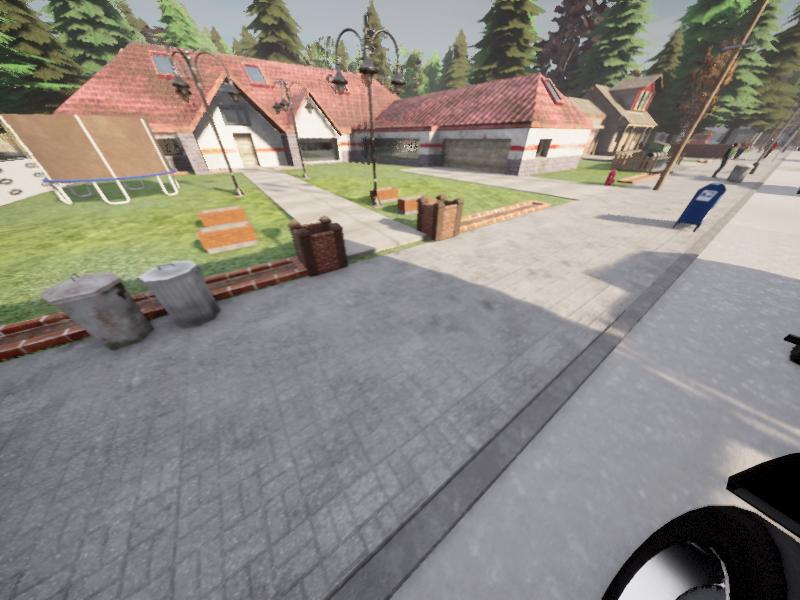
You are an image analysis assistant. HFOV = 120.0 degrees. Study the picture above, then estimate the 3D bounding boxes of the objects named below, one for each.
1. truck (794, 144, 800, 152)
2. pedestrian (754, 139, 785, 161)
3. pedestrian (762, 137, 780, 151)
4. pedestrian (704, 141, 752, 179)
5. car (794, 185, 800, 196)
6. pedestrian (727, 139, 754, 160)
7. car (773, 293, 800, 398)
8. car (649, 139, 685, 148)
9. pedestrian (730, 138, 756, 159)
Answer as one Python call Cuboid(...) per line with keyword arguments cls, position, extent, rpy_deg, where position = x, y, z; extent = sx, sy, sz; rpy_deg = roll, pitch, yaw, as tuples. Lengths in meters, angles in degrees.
Cuboid(cls="truck", position=(69.600, -25.811, 38.217), extent=(6.274, 2.098, 2.390), rpy_deg=(-12, 36, -17))
Cuboid(cls="pedestrian", position=(36.662, -14.908, 22.957), extent=(0.751, 1.860, 0.751), rpy_deg=(-20, 40, -25))
Cuboid(cls="pedestrian", position=(62.769, -26.393, 39.064), extent=(0.751, 1.860, 0.751), rpy_deg=(-21, 40, -27))
Cuboid(cls="pedestrian", position=(19.361, -8.303, 13.708), extent=(0.751, 1.860, 0.751), rpy_deg=(26, 43, 32))
Cuboid(cls="car", position=(20.050, -5.682, 10.194), extent=(3.866, 1.878, 1.905), rpy_deg=(-21, 40, -27))
Cuboid(cls="pedestrian", position=(35.462, -15.684, 24.061), extent=(0.751, 1.860, 0.751), rpy_deg=(-23, 41, -28))
Cuboid(cls="car", position=(6.544, -0.068, 2.332), extent=(4.605, 1.855, 1.932), rpy_deg=(-20, 40, -26))
Cuboid(cls="car", position=(62.482, -36.731, 54.119), extent=(2.152, 1.651, 5.027), rpy_deg=(-22, 41, -28))
Cuboid(cls="pedestrian", position=(37.152, -16.390, 25.051), extent=(0.751, 1.860, 0.751), rpy_deg=(-22, 41, -28))
